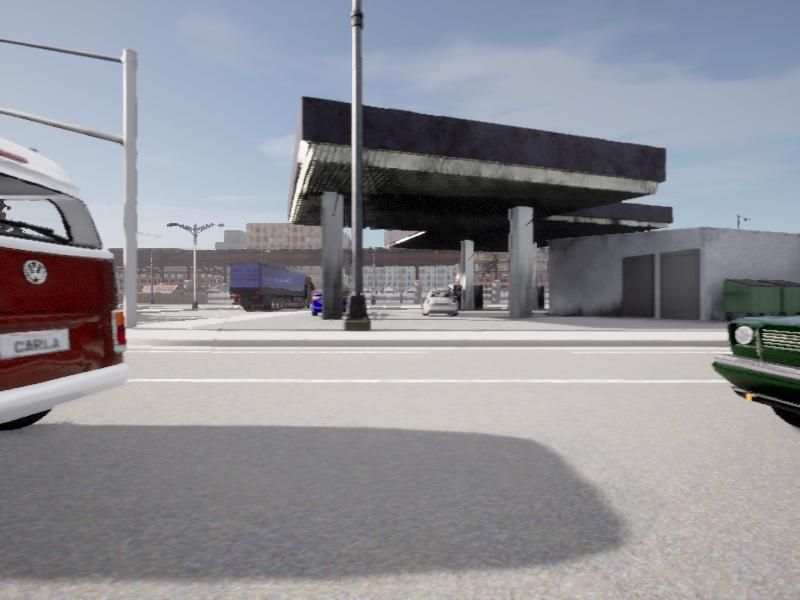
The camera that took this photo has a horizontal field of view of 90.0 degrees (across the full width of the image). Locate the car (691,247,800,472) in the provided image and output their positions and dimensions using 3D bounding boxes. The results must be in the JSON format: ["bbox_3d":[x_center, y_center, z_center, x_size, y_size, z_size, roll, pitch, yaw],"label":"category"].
[{"bbox_3d":[4.661,0.342,2.205,4.718,1.301,1.895,0,0,1],"label":"car"}]

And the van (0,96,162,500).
[{"bbox_3d":[-4.253,-0.024,2.342,4.480,2.038,2.069,0,0,1],"label":"van"}]

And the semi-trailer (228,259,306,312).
[{"bbox_3d":[-12.746,-1.216,40.387,2.717,4.402,14.254,0,0,1],"label":"semi-trailer"}]

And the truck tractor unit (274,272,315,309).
[{"bbox_3d":[-12.542,-1.119,48.295,3.053,4.208,6.516,0,0,2],"label":"truck tractor unit"}]

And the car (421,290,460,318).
[{"bbox_3d":[2.271,0.196,23.169,1.970,1.475,3.806,0,0,2],"label":"car"}]

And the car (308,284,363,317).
[{"bbox_3d":[-3.492,0.038,22.557,2.242,1.667,4.611,0,0,2],"label":"car"}]

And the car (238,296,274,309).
[{"bbox_3d":[-16.117,0.297,45.164,2.033,1.411,5.357,0,0,1],"label":"car"}]
